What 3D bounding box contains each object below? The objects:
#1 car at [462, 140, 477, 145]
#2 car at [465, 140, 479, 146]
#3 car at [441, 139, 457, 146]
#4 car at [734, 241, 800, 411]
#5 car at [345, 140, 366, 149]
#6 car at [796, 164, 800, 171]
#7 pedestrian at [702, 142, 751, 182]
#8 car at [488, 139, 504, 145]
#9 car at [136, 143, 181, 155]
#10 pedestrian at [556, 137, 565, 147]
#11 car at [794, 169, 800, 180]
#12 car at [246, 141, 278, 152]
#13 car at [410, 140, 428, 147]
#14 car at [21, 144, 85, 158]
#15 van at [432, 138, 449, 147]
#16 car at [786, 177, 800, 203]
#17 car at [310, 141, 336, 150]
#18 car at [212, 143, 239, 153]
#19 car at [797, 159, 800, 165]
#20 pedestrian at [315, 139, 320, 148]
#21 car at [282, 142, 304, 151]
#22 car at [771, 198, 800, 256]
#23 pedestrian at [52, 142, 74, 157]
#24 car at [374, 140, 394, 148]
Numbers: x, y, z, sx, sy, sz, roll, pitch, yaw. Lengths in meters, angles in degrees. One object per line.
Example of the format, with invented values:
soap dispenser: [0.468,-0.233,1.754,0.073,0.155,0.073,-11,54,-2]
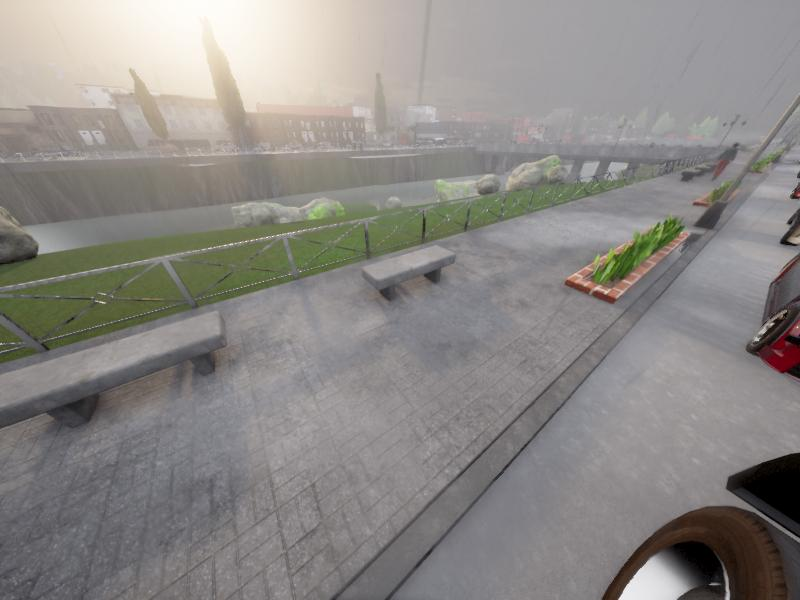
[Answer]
car: [23.423,-53.201,77.976,4.892,1.490,1.837,-22,41,-28]
car: [22.998,-50.168,73.770,3.806,1.475,1.970,-22,41,-28]
car: [15.588,-50.067,73.459,5.238,1.638,1.930,-22,41,-28]
car: [6.073,0.128,2.533,4.181,1.385,1.994,-22,40,-28]
car: [-11.157,-39.178,58.174,4.856,1.649,2.033,-22,41,-28]
car: [32.491,-10.703,17.565,3.633,1.501,1.845,-22,41,-28]
pedestrian: [18.310,-7.775,12.993,0.751,1.860,0.751,-23,41,-29]
car: [33.091,-54.381,79.467,5.238,1.638,1.930,-22,41,-28]
car: [-42.093,-26.566,40.500,5.027,1.651,2.152,-22,41,-28]
pedestrian: [36.112,-35.535,52.044,0.751,1.860,0.751,-18,39,-23]
car: [26.925,-8.414,14.401,4.193,1.474,1.816,-22,41,-28]
car: [-28.742,-32.012,48.125,5.238,1.638,1.930,-22,41,-28]
car: [5.576,-45.947,67.768,5.008,1.535,1.882,-22,41,-28]
car: [-52.036,-22.521,34.819,4.856,1.649,2.033,-22,41,-28]
van: [11.694,-45.829,67.127,4.480,2.038,2.069,-22,41,-28]
car: [18.622,-5.057,9.646,4.514,1.525,2.007,-22,41,-28]
car: [-17.985,-36.393,54.272,5.238,1.638,1.930,-22,41,-28]
car: [-34.034,-29.786,45.143,3.806,1.475,1.970,-22,41,-28]
car: [40.119,-13.810,21.918,5.008,1.535,1.882,-22,41,-28]
pedestrian: [-21.136,-40.230,59.351,0.751,1.860,0.751,-23,41,-28]
car: [-23.611,-34.032,51.100,3.806,1.475,1.970,-22,41,-28]
car: [11.336,-2.092,5.486,4.514,1.525,2.007,-22,41,-28]
pedestrian: [-49.524,-22.101,33.962,0.751,1.860,0.751,-16,38,-21]
car: [-4.361,-41.923,62.075,4.974,1.542,2.038,-22,41,-28]
